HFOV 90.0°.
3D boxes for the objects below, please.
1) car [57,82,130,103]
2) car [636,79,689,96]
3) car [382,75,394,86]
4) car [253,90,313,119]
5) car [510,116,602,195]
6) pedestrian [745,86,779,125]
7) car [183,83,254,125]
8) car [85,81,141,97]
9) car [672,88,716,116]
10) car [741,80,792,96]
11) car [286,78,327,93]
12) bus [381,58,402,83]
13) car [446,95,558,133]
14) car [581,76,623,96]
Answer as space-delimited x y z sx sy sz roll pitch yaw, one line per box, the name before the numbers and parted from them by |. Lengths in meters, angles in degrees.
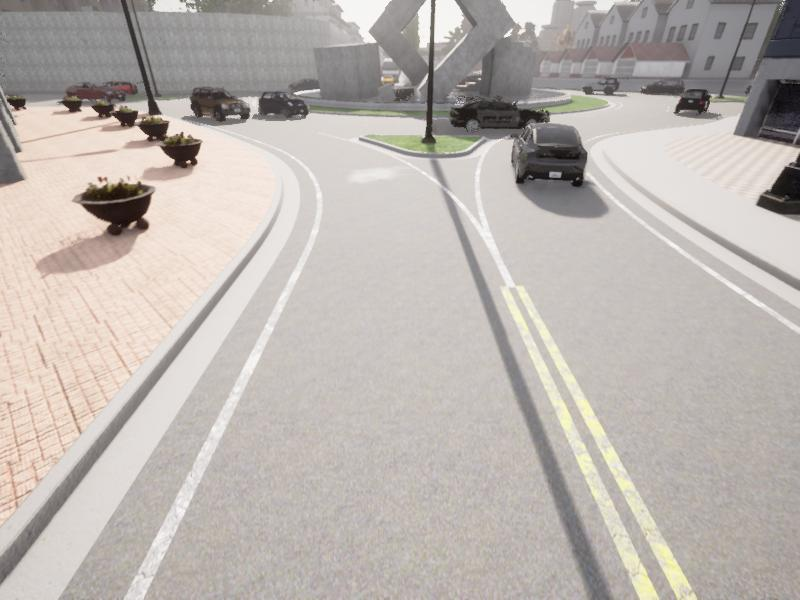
car | -28.980 -19.710 37.975 5.027 1.651 2.152 4 31 6
car | 31.289 -25.422 47.822 4.611 1.667 2.242 9 31 14
car | -2.049 -37.926 69.166 1.882 1.535 5.008 1 30 1
car | -7.910 -13.258 27.068 3.633 1.501 1.845 21 36 31
car | 4.603 -4.729 12.563 1.837 1.490 4.892 6 30 10
pedestrian | 20.026 -10.760 22.148 0.751 1.860 0.751 25 38 36
car | -11.661 -12.637 25.646 4.605 1.855 1.932 26 39 33
car | -32.392 -23.889 45.267 4.514 1.525 2.007 -3 31 -6
car | 21.529 -14.555 29.273 1.789 1.549 3.705 23 38 33
car | 42.116 -24.419 46.089 3.633 1.501 1.845 2 30 4
car | -13.010 -29.920 55.674 5.027 1.651 2.152 -25 38 -35
bus | -1.689 -48.510 84.457 3.944 4.253 10.273 0 31 1
car | 5.231 -9.864 21.179 5.238 1.638 1.930 -1 31 -2
car | 23.891 -25.393 47.444 3.866 1.878 1.905 19 35 29
